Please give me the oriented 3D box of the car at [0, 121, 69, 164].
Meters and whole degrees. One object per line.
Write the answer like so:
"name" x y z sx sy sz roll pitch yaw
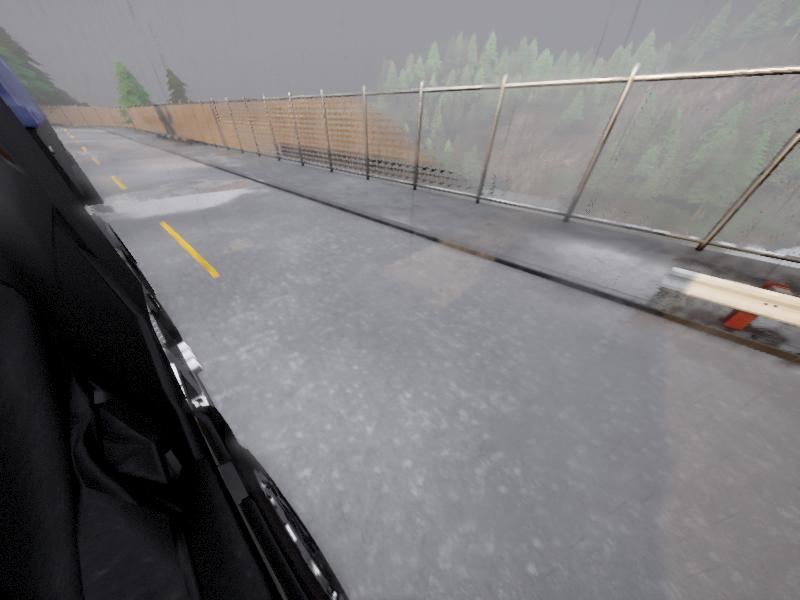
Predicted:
"car" -20.987 -9.011 13.054 5.238 1.638 1.930 28 44 30

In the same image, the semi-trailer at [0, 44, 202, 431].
"semi-trailer" -8.700 -3.599 4.234 14.254 4.402 2.717 28 44 30

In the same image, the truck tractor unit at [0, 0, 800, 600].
"truck tractor unit" -2.645 -0.295 0.351 6.516 4.208 3.053 28 44 30
